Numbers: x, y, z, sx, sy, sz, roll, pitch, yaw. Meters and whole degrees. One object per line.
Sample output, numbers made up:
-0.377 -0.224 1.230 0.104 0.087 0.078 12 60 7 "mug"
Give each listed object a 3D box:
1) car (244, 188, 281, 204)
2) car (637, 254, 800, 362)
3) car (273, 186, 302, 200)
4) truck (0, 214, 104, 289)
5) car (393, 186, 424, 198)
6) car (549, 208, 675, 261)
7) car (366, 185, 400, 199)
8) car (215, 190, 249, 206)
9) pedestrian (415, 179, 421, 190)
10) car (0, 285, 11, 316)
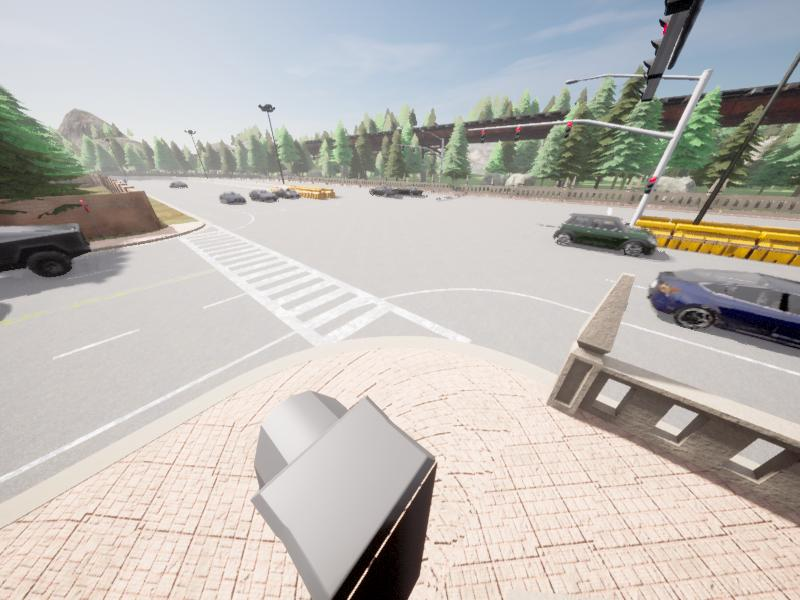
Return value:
-18.329 -13.918 30.719 5.357 1.411 2.033 23 37 34 "car"
9.841 0.278 6.044 4.792 1.488 2.163 23 37 34 "car"
-16.082 -15.296 33.021 3.806 1.475 1.970 23 37 34 "car"
-16.372 -1.528 8.551 2.390 2.098 6.274 23 37 34 "truck"
1.260 -17.045 36.232 4.718 1.301 1.895 23 37 34 "car"
11.324 -3.819 12.824 4.553 1.767 2.097 23 37 34 "car"
-2.625 -16.490 35.058 4.902 1.511 2.128 23 37 34 "car"
-20.854 -12.686 28.606 4.181 1.385 1.994 23 37 34 "car"
3.395 -21.846 43.631 0.751 1.860 0.751 12 32 20 "pedestrian"
-14.739 0.465 5.662 1.882 1.535 5.008 23 37 34 "car"
